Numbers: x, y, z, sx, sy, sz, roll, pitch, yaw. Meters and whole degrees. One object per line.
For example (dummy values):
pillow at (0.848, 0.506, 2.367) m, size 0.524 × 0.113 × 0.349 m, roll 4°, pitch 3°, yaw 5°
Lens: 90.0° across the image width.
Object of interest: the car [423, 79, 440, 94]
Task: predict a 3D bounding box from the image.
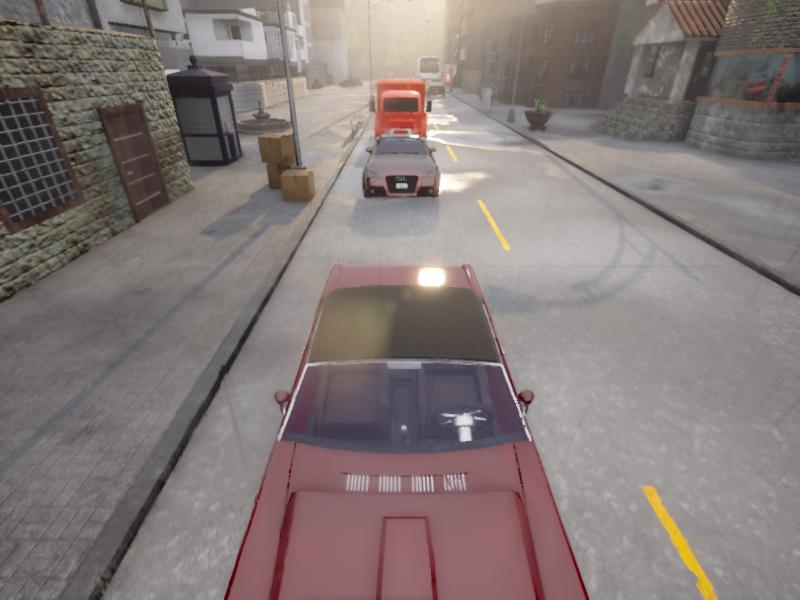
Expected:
car at (4.081, -28.177, 52.680) m, size 1.882 × 1.535 × 5.008 m, roll 0°, pitch 30°, yaw 0°

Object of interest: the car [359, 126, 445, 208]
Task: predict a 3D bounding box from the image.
car at (0.023, -3.954, 11.414) m, size 1.994 × 1.385 × 4.181 m, roll 0°, pitch 30°, yaw -1°

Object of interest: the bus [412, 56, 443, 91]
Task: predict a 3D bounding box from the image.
bus at (3.974, -34.272, 60.427) m, size 3.944 × 4.253 × 10.273 m, roll 0°, pitch 31°, yaw 0°

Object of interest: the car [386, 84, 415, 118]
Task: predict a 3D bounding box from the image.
car at (0.049, -14.179, 28.385) m, size 1.905 × 1.878 × 3.866 m, roll 0°, pitch 30°, yaw 0°

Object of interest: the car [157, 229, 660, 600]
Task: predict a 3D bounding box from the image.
car at (0.030, 0.873, 3.234) m, size 1.895 × 1.301 × 4.718 m, roll 0°, pitch 30°, yaw 0°

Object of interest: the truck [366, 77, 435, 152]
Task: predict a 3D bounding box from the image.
truck at (0.040, -8.589, 18.199) m, size 2.627 × 2.467 × 5.204 m, roll 0°, pitch 32°, yaw 0°

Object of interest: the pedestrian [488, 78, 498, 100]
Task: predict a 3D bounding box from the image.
pedestrian at (9.121, -20.723, 39.360) m, size 0.751 × 1.860 × 0.751 m, roll 6°, pitch 31°, yaw 10°

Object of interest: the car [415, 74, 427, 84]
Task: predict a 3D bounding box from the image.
car at (4.118, -44.181, 79.949) m, size 2.033 × 1.649 × 4.856 m, roll 0°, pitch 30°, yaw 0°

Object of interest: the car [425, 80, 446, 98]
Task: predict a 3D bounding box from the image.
car at (4.074, -24.494, 46.278) m, size 1.930 × 1.638 × 5.238 m, roll 0°, pitch 30°, yaw 0°
